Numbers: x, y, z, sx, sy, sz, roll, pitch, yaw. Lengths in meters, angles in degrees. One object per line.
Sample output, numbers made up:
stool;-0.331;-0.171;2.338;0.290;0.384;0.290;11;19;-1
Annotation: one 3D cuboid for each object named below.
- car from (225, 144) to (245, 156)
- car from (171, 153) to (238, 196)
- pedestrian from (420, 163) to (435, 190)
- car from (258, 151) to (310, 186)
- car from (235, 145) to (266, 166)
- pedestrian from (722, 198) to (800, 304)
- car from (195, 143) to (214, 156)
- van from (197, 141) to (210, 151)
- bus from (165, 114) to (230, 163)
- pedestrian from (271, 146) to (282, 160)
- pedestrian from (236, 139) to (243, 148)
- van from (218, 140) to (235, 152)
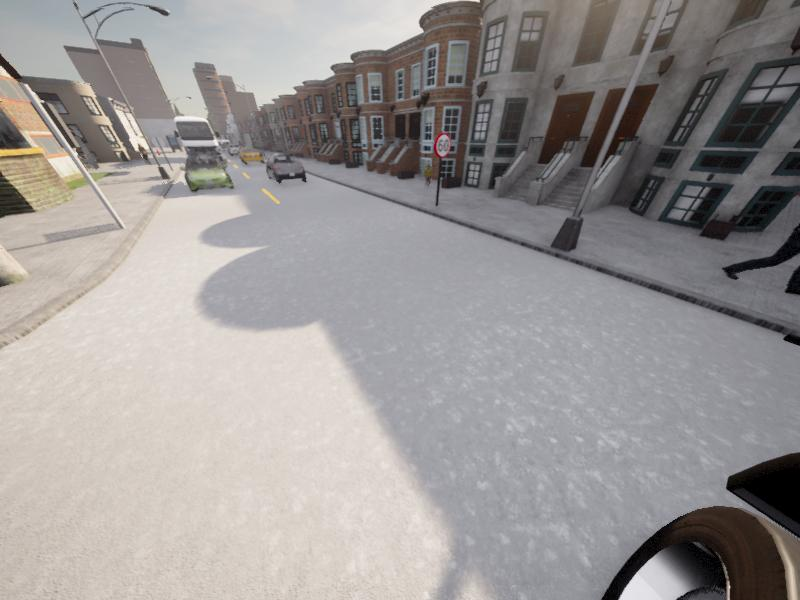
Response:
car;-26.308;-23.916;36.741;1.970;1.475;3.806;-22;40;-27
car;-10.452;-6.933;12.496;2.007;1.525;4.514;-22;41;-28
pedestrian;1.334;-6.095;11.360;0.500;1.100;0.500;-15;38;-20
car;-7.221;-8.236;14.314;1.845;1.501;3.633;-22;41;-27
car;-16.109;-15.580;24.752;1.801;1.575;5.366;-22;40;-27
pedestrian;6.225;-0.994;3.429;0.751;1.860;0.751;-16;38;-22
car;-32.546;-25.066;38.399;1.837;1.490;4.892;-22;42;-28
van;-47.025;-36.973;55.354;1.775;1.987;4.442;-22;41;-28
bus;-24.739;-19.913;28.647;3.944;4.253;10.273;-22;41;-28
pedestrian;-14.675;-17.496;27.477;0.751;1.300;0.751;-8;36;-11
pedestrian;-42.793;-41.839;61.727;0.751;1.860;0.751;20;40;26
van;-36.730;-32.597;48.855;2.069;2.038;4.480;-22;41;-28
